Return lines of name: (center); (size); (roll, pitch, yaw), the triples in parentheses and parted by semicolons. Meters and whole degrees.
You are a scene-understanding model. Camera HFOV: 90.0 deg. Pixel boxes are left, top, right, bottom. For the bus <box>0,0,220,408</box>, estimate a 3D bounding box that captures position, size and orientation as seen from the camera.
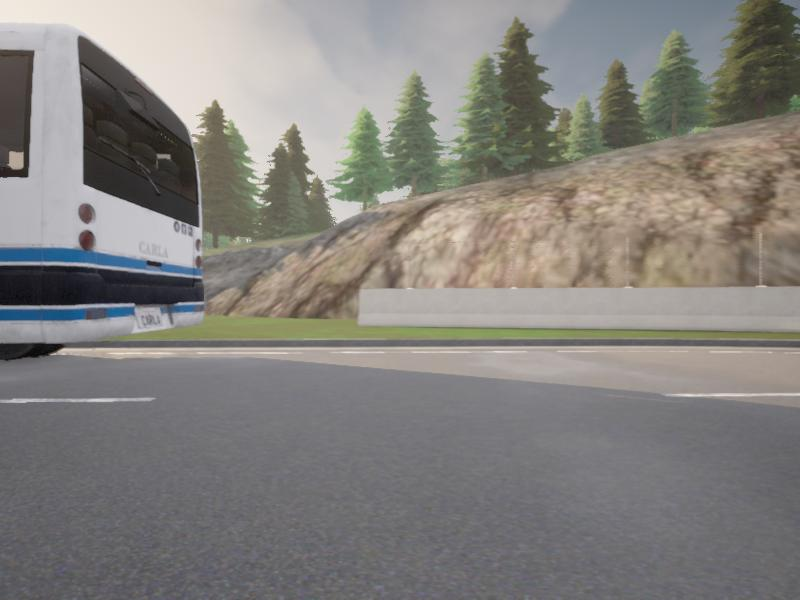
bus: (-8.503, -1.134, 5.472); (10.273, 4.253, 3.944); (0, 0, -2)
